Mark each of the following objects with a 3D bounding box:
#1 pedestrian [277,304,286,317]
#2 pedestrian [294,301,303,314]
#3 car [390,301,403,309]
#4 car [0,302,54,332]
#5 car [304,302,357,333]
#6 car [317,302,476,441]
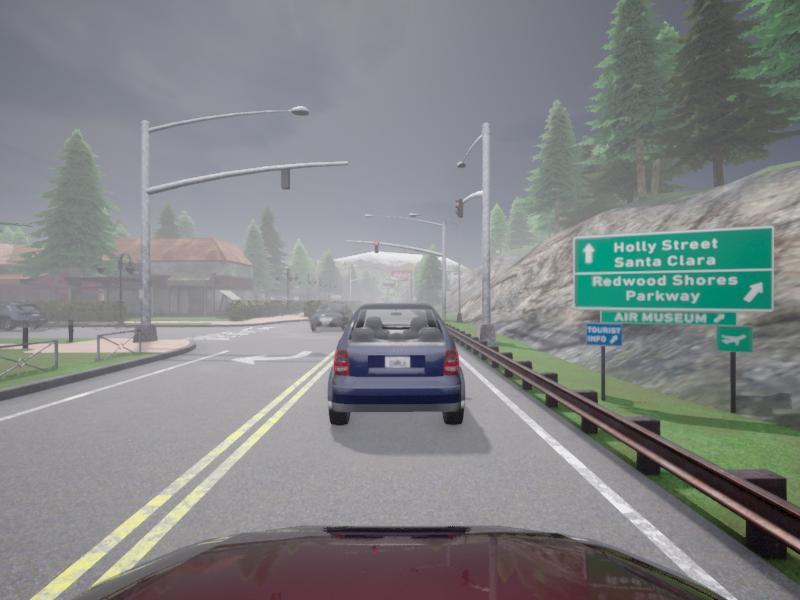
[{"bbox_3d":[-10.084,0.865,34.038,0.500,1.100,0.500,0,0,27],"label":"pedestrian"},{"bbox_3d":[-10.144,0.765,39.939,0.751,1.300,0.751,0,0,1],"label":"pedestrian"},{"bbox_3d":[-0.666,0.851,69.640,2.163,1.488,4.792,0,0,-1],"label":"car"},{"bbox_3d":[-23.186,0.940,22.992,4.856,1.649,2.033,0,0,0],"label":"car"},{"bbox_3d":[-3.728,0.890,22.392,2.128,1.511,4.902,-1,0,0],"label":"car"},{"bbox_3d":[-0.060,0.815,6.371,1.789,1.549,3.705,0,0,-1],"label":"car"}]
